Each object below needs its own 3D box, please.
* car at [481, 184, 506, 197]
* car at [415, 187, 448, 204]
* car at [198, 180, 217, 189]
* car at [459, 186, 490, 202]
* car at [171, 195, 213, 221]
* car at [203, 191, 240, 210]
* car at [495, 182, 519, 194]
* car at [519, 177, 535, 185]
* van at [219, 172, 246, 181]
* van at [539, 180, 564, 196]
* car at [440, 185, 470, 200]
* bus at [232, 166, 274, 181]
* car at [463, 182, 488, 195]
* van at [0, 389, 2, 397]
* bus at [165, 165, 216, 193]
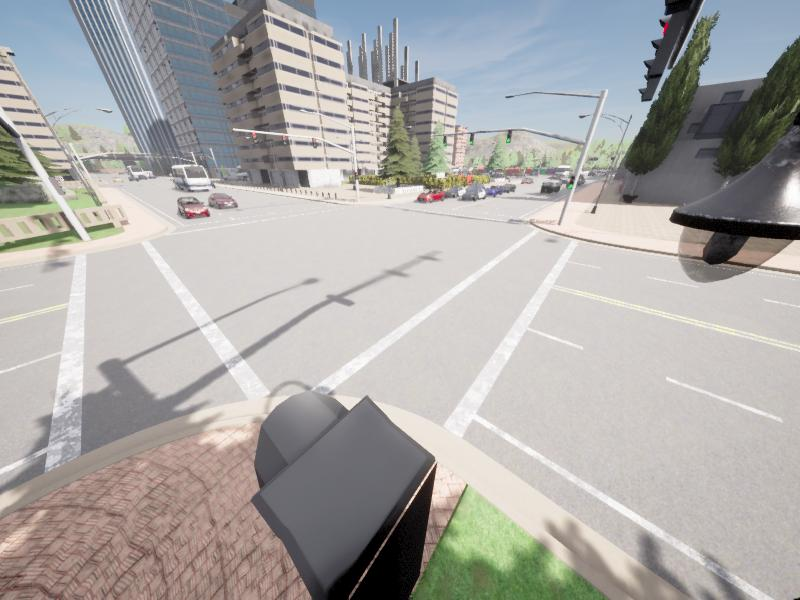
[{"bbox_3d":[14.747,-17.231,36.324,2.007,1.525,4.514,23,37,34],"label":"car"},{"bbox_3d":[4.201,-13.723,30.248,2.007,1.525,4.514,24,38,35],"label":"car"},{"bbox_3d":[-40.872,-24.541,49.037,4.193,1.474,1.816,23,37,34],"label":"car"},{"bbox_3d":[10.255,-14.559,31.692,2.038,1.542,4.974,23,37,34],"label":"car"},{"bbox_3d":[-19.080,-8.535,21.181,3.988,1.617,1.851,24,38,36],"label":"car"},{"bbox_3d":[-20.100,-11.219,25.995,4.674,1.442,1.812,23,37,34],"label":"car"},{"bbox_3d":[18.843,-19.664,40.553,2.128,1.511,4.902,23,37,34],"label":"car"},{"bbox_3d":[32.938,-30.787,59.794,2.242,1.667,4.611,23,37,34],"label":"car"},{"bbox_3d":[-54.541,-40.466,75.548,2.351,2.431,6.366,23,37,34],"label":"van"},{"bbox_3d":[25.023,-18.602,38.240,4.442,1.987,1.775,-25,38,-36],"label":"van"},{"bbox_3d":[8.260,-16.092,34.347,2.038,1.542,4.974,23,37,34],"label":"car"},{"bbox_3d":[-48.457,-42.037,76.444,3.944,4.253,10.273,23,37,34],"label":"bus"},{"bbox_3d":[12.734,-18.797,38.936,2.033,1.649,4.856,23,37,34],"label":"car"},{"bbox_3d":[-8.967,2.150,2.299,1.775,1.987,4.442,23,38,35],"label":"van"},{"bbox_3d":[-39.050,-22.611,42.918,10.273,4.253,3.944,23,37,34],"label":"bus"}]
